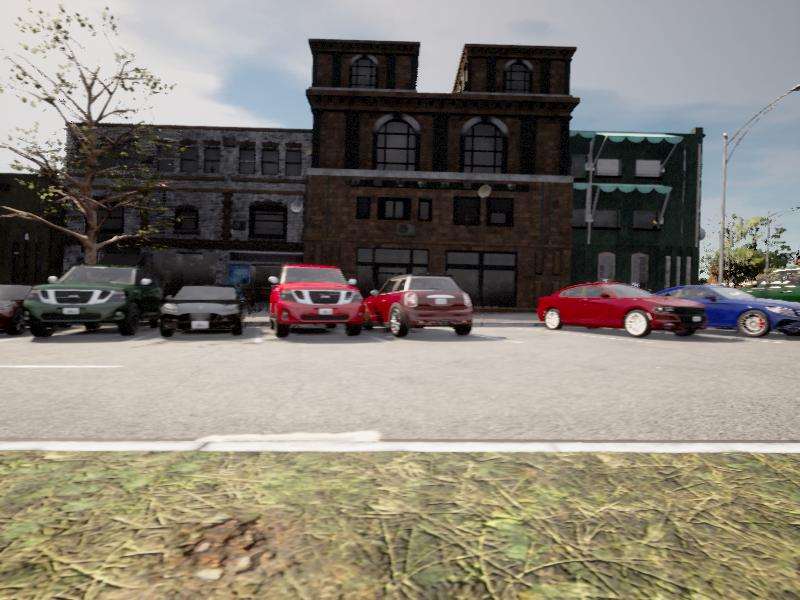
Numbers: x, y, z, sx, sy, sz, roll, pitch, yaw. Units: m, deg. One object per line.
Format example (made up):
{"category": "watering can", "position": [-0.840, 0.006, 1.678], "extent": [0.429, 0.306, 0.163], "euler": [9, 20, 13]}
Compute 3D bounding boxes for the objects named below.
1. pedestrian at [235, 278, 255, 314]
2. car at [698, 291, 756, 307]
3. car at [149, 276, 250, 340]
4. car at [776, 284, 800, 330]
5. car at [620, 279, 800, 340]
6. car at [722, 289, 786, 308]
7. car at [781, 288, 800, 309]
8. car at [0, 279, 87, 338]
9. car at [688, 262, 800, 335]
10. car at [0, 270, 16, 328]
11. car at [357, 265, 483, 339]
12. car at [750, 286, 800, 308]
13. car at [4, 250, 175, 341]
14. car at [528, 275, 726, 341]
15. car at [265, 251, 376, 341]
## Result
{"category": "pedestrian", "position": [-8.173, -0.221, 21.081], "extent": [0.751, 1.860, 0.751], "euler": [2, 0, -3]}
{"category": "car", "position": [32.219, -0.079, 39.445], "extent": [4.892, 1.521, 2.231], "euler": [1, 0, -19]}
{"category": "car", "position": [-5.697, 0.230, 12.038], "extent": [2.163, 1.488, 4.792], "euler": [1, -1, -20]}
{"category": "car", "position": [15.329, 0.203, 12.145], "extent": [1.946, 1.575, 5.366], "euler": [0, -1, -20]}
{"category": "car", "position": [9.353, 0.259, 12.002], "extent": [2.002, 1.452, 4.674], "euler": [1, -1, -20]}
{"category": "car", "position": [32.347, -0.081, 36.559], "extent": [5.366, 1.575, 1.946], "euler": [1, 0, -19]}
{"category": "car", "position": [32.082, -0.081, 30.575], "extent": [4.892, 1.521, 2.231], "euler": [1, 0, -19]}
{"category": "car", "position": [-11.709, 0.222, 12.047], "extent": [2.163, 1.488, 4.792], "euler": [1, -1, -20]}
{"category": "car", "position": [12.354, -0.037, 12.013], "extent": [2.435, 2.045, 5.566], "euler": [0, -1, -20]}
{"category": "car", "position": [-14.742, -0.062, 12.106], "extent": [2.435, 2.045, 5.566], "euler": [0, -1, -20]}
{"category": "car", "position": [0.310, 0.084, 12.017], "extent": [2.185, 1.767, 4.553], "euler": [0, -1, -20]}
{"category": "car", "position": [32.103, -0.207, 33.526], "extent": [4.553, 1.767, 2.185], "euler": [1, 0, -19]}
{"category": "car", "position": [-8.701, -0.055, 12.049], "extent": [2.435, 2.045, 5.566], "euler": [1, -1, -20]}
{"category": "car", "position": [6.328, 0.218, 12.023], "extent": [2.097, 1.535, 5.008], "euler": [1, -1, -20]}
{"category": "car", "position": [-2.687, -0.046, 12.037], "extent": [2.435, 2.045, 5.566], "euler": [1, -1, -20]}
